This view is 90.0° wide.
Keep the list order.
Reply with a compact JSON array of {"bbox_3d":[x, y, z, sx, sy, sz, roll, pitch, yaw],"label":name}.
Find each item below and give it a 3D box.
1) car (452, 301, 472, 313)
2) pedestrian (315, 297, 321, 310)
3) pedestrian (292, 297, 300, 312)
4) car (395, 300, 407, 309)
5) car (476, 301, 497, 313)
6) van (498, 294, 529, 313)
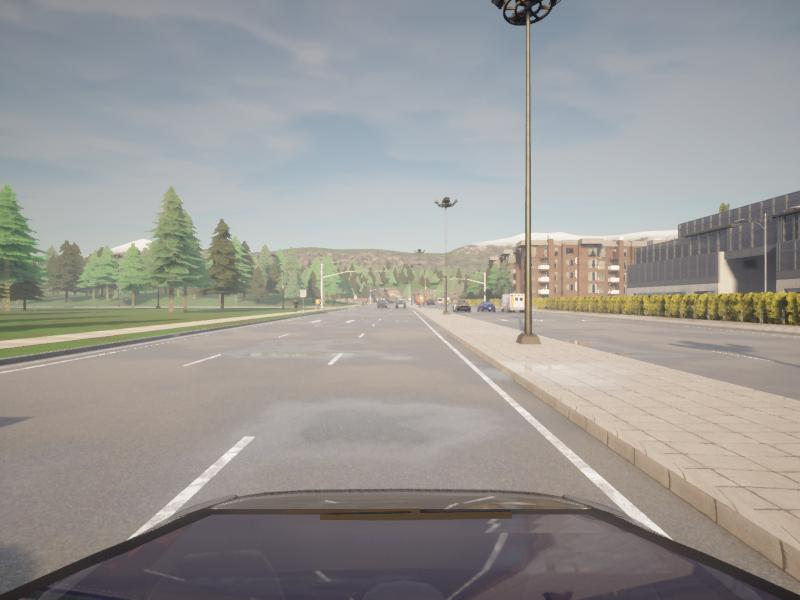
[{"bbox_3d":[8.250,0.874,53.841,2.038,1.542,4.974,0,0,1],"label":"car"},{"bbox_3d":[-11.922,0.536,58.306,0.751,1.860,0.751,0,0,2],"label":"pedestrian"},{"bbox_3d":[-12.224,0.526,47.089,0.751,1.860,0.751,0,0,2],"label":"pedestrian"},{"bbox_3d":[0.173,0.834,74.647,2.033,1.649,4.856,0,0,-1],"label":"car"},{"bbox_3d":[11.755,0.918,54.568,1.812,1.442,4.674,0,0,0],"label":"car"},{"bbox_3d":[15.255,0.426,54.148,2.351,2.431,6.366,0,0,0],"label":"van"}]
